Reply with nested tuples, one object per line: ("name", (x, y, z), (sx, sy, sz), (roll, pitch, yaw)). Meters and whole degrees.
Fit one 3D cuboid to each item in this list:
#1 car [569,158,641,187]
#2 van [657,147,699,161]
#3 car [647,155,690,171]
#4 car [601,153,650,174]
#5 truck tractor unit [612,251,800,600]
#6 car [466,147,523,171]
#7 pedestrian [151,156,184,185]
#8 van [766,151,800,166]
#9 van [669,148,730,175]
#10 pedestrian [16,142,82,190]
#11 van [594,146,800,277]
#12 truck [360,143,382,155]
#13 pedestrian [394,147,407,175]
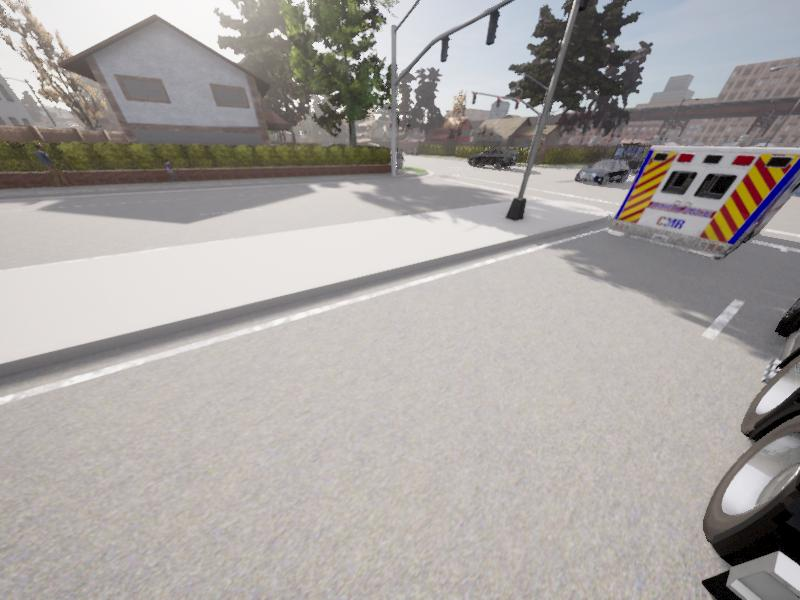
("car", (15.790, -9.917, 17.831), (4.856, 1.649, 2.033), (-17, 39, -25))
("van", (69.741, -36.794, 58.180), (1.988, 2.561, 5.915), (-17, 38, -25))
("car", (36.394, -18.633, 31.301), (5.027, 1.651, 2.152), (-17, 39, -25))
("car", (25.101, -15.253, 25.737), (4.605, 1.855, 1.932), (-17, 38, -24))
("truck tractor unit", (5.100, -0.284, 0.952), (6.516, 4.208, 3.053), (-16, 34, -27))
("car", (10.807, -16.534, 26.969), (2.150, 2.045, 5.566), (-24, 42, -31))
("pedestrian", (-12.934, -7.253, 12.917), (0.751, 1.300, 0.751), (-17, 38, -24))
("van", (78.656, -27.863, 45.548), (2.351, 2.431, 6.366), (-17, 38, -25))
("van", (35.255, -16.324, 27.171), (6.366, 2.431, 2.351), (-17, 39, -25))
("pedestrian", (-16.561, -6.351, 10.975), (0.751, 1.860, 0.751), (-17, 38, -24))
("van", (9.155, -2.959, 6.711), (6.366, 2.431, 2.351), (-17, 39, -25))
("truck", (-6.485, -33.338, 50.917), (2.390, 2.098, 6.274), (-18, 39, -25))
("pedestrian", (0.014, -11.255, 18.738), (0.751, 1.860, 0.751), (-12, 37, -19))
